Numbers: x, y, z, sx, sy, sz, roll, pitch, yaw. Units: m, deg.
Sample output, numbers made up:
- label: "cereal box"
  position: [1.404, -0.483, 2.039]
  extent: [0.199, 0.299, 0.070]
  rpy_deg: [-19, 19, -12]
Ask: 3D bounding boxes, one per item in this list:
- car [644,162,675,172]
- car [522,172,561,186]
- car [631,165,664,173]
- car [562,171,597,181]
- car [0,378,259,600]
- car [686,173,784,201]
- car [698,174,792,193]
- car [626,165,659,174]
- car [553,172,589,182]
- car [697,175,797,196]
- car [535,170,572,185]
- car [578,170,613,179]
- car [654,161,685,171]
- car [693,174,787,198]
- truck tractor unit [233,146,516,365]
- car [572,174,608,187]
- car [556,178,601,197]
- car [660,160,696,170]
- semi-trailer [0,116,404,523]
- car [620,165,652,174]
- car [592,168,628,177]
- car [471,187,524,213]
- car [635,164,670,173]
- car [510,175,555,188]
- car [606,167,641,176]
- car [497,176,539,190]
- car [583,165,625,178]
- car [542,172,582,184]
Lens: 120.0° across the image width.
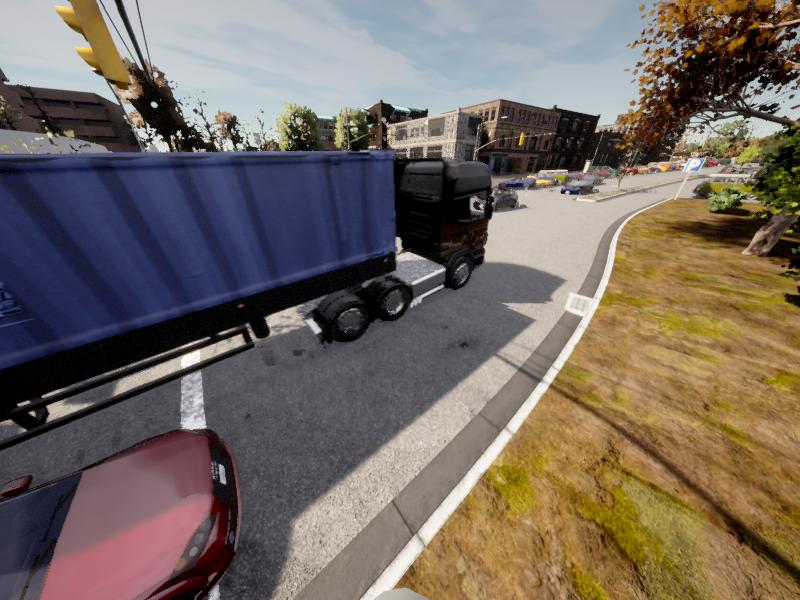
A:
- label: "car"
  position: [62.903, -32.281, 56.119]
  extent: [4.442, 1.987, 1.878]
  rpy_deg: [22, 38, 35]
- label: "car"
  position: [21.562, -18.424, 35.211]
  extent: [4.553, 1.767, 2.185]
  rpy_deg: [19, 36, 31]
- label: "car"
  position: [57.558, -30.497, 53.847]
  extent: [5.008, 1.535, 2.097]
  rpy_deg: [22, 37, 35]
- label: "car"
  position: [31.680, -21.906, 40.851]
  extent: [4.674, 1.452, 2.002]
  rpy_deg: [19, 36, 32]
- label: "car"
  position: [-3.910, 2.815, 1.909]
  extent: [4.181, 1.385, 1.994]
  rpy_deg: [-23, 37, -32]
- label: "car"
  position: [30.571, -10.506, 21.390]
  extent: [4.442, 1.987, 1.878]
  rpy_deg: [20, 38, 31]
- label: "car"
  position: [37.900, -13.039, 25.682]
  extent: [5.366, 1.575, 1.946]
  rpy_deg: [21, 38, 31]
- label: "car"
  position: [54.944, -29.664, 52.587]
  extent: [4.892, 1.521, 2.231]
  rpy_deg: [22, 38, 35]
- label: "car"
  position: [29.144, -21.005, 39.471]
  extent: [4.674, 1.452, 2.002]
  rpy_deg: [19, 37, 32]
- label: "car"
  position: [35.730, -12.037, 24.127]
  extent: [5.366, 1.575, 1.946]
  rpy_deg: [21, 37, 31]
- label: "car"
  position: [24.186, -19.390, 36.497]
  extent: [4.442, 1.987, 1.878]
  rpy_deg: [19, 36, 31]
- label: "car"
  position: [36.781, -23.674, 43.552]
  extent: [4.674, 1.452, 2.002]
  rpy_deg: [20, 37, 33]
- label: "car"
  position: [68.170, -33.897, 58.556]
  extent: [4.442, 1.987, 1.878]
  rpy_deg: [22, 38, 35]
- label: "car"
  position: [33.092, -11.306, 22.797]
  extent: [4.553, 1.767, 2.185]
  rpy_deg: [20, 37, 31]
- label: "truck tractor unit"
  position: [-0.182, -2.018, 6.950]
  extent: [6.516, 4.208, 3.053]
  rpy_deg: [-24, 38, -31]
- label: "car"
  position: [27.831, -17.566, 33.852]
  extent: [5.357, 1.411, 2.033]
  rpy_deg: [-20, 35, -28]
- label: "car"
  position: [20.547, -13.021, 26.549]
  extent: [4.792, 1.488, 2.163]
  rpy_deg: [-21, 36, -29]
- label: "car"
  position: [73.317, -35.569, 61.045]
  extent: [5.566, 2.045, 2.435]
  rpy_deg: [22, 38, 36]
- label: "semi-trailer"
  position: [-6.333, 0.599, 2.730]
  extent: [14.254, 4.402, 2.717]
  rpy_deg: [-24, 37, -32]
- label: "car"
  position: [52.328, -28.939, 51.258]
  extent: [4.553, 1.767, 2.185]
  rpy_deg: [21, 38, 34]
- label: "car"
  position: [41.921, -25.455, 46.197]
  extent: [5.008, 1.535, 2.097]
  rpy_deg: [20, 37, 33]
- label: "car"
  position: [7.991, -8.241, 18.929]
  extent: [4.193, 1.474, 1.816]
  rpy_deg: [-20, 36, -31]
- label: "car"
  position: [60.044, -31.365, 55.174]
  extent: [5.366, 1.575, 1.946]
  rpy_deg: [22, 38, 35]
- label: "car"
  position: [19.246, -17.332, 33.735]
  extent: [5.366, 1.575, 1.946]
  rpy_deg: [18, 36, 31]
- label: "car"
  position: [47.102, -27.159, 48.787]
  extent: [5.008, 1.535, 2.097]
  rpy_deg: [21, 38, 34]
- label: "car"
  position: [16.543, -16.502, 32.563]
  extent: [4.792, 1.488, 2.163]
  rpy_deg: [18, 36, 31]
- label: "car"
  position: [39.365, -24.796, 44.732]
  extent: [5.566, 2.045, 2.435]
  rpy_deg: [20, 37, 33]
- label: "car"
  position: [26.611, -20.140, 38.075]
  extent: [4.892, 1.521, 2.231]
  rpy_deg: [19, 36, 32]
